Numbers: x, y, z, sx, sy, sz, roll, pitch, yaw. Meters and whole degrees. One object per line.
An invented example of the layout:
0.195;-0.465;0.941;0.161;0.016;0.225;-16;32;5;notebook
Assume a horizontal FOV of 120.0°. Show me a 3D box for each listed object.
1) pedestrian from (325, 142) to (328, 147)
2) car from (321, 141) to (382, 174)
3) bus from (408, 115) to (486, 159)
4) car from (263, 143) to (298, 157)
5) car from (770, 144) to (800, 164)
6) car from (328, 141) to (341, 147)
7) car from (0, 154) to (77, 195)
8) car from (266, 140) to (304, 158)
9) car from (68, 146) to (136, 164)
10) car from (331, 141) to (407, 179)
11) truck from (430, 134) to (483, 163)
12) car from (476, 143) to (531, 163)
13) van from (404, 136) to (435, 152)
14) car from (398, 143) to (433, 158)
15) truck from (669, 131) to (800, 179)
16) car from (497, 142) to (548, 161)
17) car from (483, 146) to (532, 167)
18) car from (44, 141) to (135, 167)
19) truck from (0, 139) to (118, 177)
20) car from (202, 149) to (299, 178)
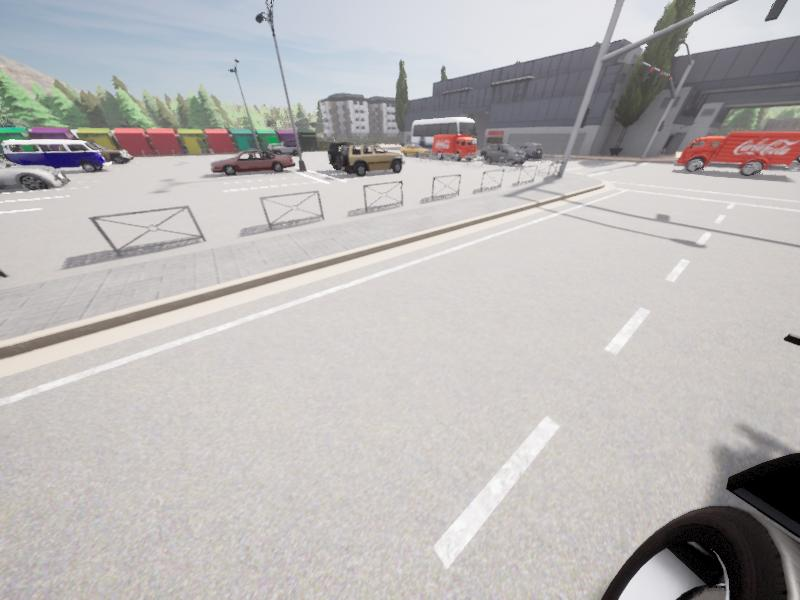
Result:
-20.530;-43.468;64.705;0.500;1.100;0.500;-29;44;-35;pedestrian
-3.577;-10.905;17.513;3.866;1.878;1.905;-23;41;-29;car
5.823;-22.133;31.579;3.944;4.253;10.273;-22;40;-27;bus
-16.792;-21.175;32.582;3.806;1.475;1.970;-23;41;-29;car
39.964;-14.927;23.521;4.892;1.490;1.837;-23;41;-28;car
-18.946;-45.146;66.940;1.895;1.301;4.718;-22;40;-27;car
-19.316;-6.026;11.113;3.806;1.475;1.970;-23;41;-29;car
-15.105;-20.020;30.517;3.866;1.878;1.905;-23;41;-29;car
-30.935;-15.249;24.218;3.905;1.438;1.784;-23;41;-29;car
-1.926;-9.543;15.565;4.605;1.855;1.932;-23;41;-29;car
6.243;-17.370;26.367;2.627;2.467;5.204;-22;41;-28;truck
11.313;-16.360;25.636;2.152;1.651;5.027;-23;41;-29;car
3.595;-30.276;44.725;2.351;2.431;6.366;-22;40;-27;van
2.029;-20.531;31.651;1.801;1.575;5.366;-22;40;-27;car
23.606;-10.334;16.273;2.627;2.467;5.204;-23;41;-29;truck
14.250;-17.510;27.204;2.242;1.667;4.611;-22;41;-28;car
10.142;-13.790;22.079;1.845;1.501;3.633;-22;41;-28;car
-29.291;-14.052;22.144;4.605;1.855;1.932;-23;41;-29;car
-24.430;-10.326;16.664;4.478;2.038;2.069;-23;41;-29;truck
-10.387;-9.787;16.377;5.357;1.415;2.033;-23;41;-29;car
